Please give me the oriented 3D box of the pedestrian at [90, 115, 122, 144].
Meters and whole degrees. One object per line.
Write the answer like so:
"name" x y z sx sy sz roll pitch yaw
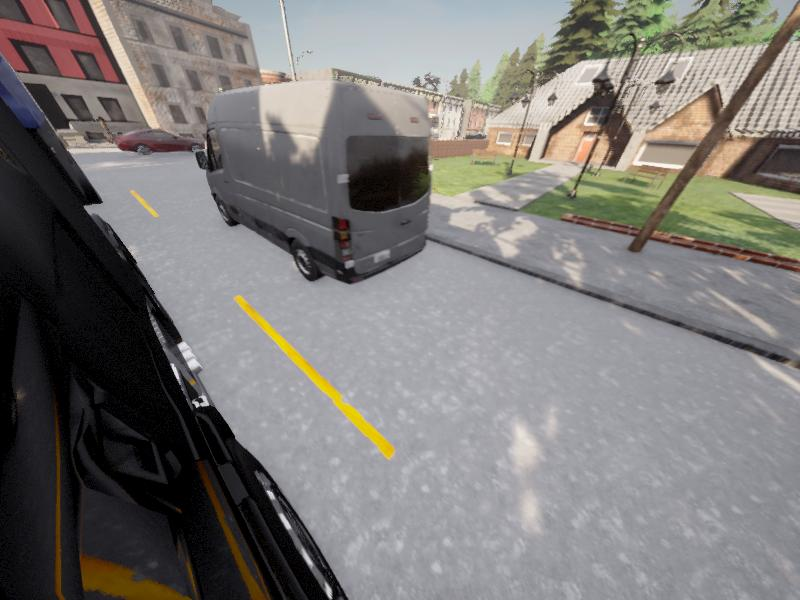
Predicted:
"pedestrian" -24.347 -14.103 19.136 0.751 1.860 0.751 22 41 24

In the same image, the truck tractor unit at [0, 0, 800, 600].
"truck tractor unit" -2.645 -0.295 0.351 6.516 4.208 3.053 28 44 30

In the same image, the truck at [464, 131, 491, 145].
"truck" 15.572 -32.309 46.162 2.390 2.098 6.274 29 44 30

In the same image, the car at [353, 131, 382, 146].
"car" -4.434 -22.463 32.136 1.845 1.501 3.633 29 44 30

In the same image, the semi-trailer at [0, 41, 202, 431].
"semi-trailer" -8.701 -3.607 4.220 14.254 4.402 2.717 28 44 30

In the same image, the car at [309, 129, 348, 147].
"car" -8.578 -19.741 28.154 1.851 1.617 3.988 29 44 30

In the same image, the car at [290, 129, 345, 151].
"car" -8.303 -16.430 23.690 2.242 1.667 4.611 31 45 32

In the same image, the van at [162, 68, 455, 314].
"van" -2.197 -2.495 4.737 5.915 2.561 1.988 29 44 31

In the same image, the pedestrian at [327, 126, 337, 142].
"pedestrian" -9.700 -23.735 32.996 0.751 1.860 0.751 27 43 29

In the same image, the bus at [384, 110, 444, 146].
"bus" 2.373 -27.935 37.626 3.944 4.253 10.273 29 45 30

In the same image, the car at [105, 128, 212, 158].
"car" -16.281 -10.835 15.866 1.812 1.442 4.674 29 44 30
